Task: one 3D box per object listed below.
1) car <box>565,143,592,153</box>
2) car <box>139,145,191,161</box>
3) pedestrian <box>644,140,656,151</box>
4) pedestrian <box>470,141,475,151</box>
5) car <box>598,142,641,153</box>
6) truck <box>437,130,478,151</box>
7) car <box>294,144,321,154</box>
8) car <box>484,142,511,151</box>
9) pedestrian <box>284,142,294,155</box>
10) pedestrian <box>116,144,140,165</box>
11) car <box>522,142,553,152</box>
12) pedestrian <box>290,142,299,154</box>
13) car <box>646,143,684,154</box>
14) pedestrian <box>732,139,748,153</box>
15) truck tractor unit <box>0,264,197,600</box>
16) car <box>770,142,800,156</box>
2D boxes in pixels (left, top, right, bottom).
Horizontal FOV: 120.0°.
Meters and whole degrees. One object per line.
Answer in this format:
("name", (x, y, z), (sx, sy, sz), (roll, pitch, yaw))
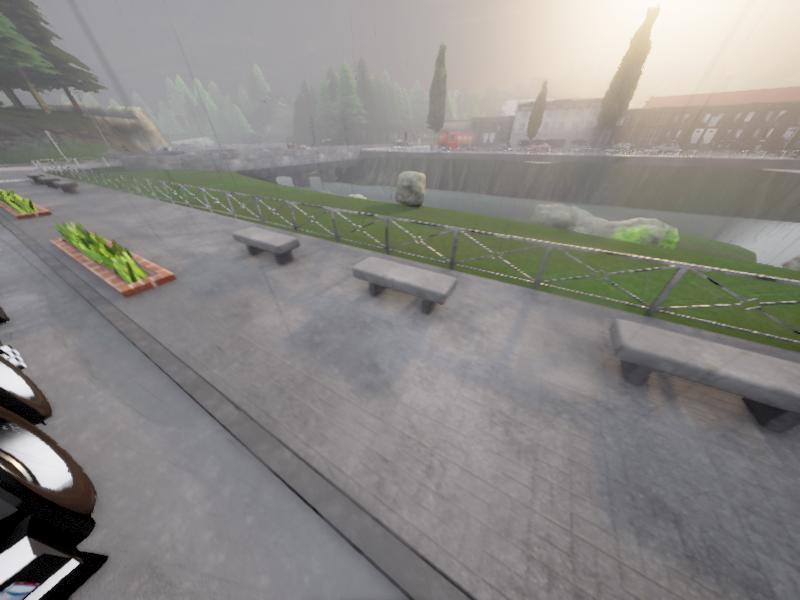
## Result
("car", (34.601, -29.566, 44.855), (3.806, 1.475, 1.970), (18, 39, 24))
("car", (-34.120, -21.505, 33.701), (2.242, 1.667, 4.611), (18, 39, 24))
("pedestrian", (48.560, -30.006, 44.832), (0.751, 1.860, 0.751), (17, 39, 24))
("pedestrian", (16.021, -33.900, 50.857), (0.751, 1.860, 0.751), (4, 35, 6))
("car", (39.979, -27.891, 42.260), (5.238, 1.638, 1.930), (18, 39, 24))
("truck", (13.259, -37.464, 54.322), (8.468, 3.827, 2.891), (18, 39, 24))
("car", (-19.234, -31.699, 48.330), (2.038, 1.542, 4.974), (18, 39, 24))
("car", (21.491, -33.891, 51.045), (4.856, 1.649, 2.033), (18, 39, 24))
("pedestrian", (-19.076, -26.001, 39.637), (0.751, 1.860, 0.751), (17, 38, 23))
("pedestrian", (-29.352, -15.713, 24.939), (0.751, 1.860, 0.751), (18, 39, 24))
("car", (28.407, -31.640, 47.759), (5.027, 1.651, 2.152), (18, 39, 24))
("pedestrian", (-18.825, -27.007, 41.078), (0.751, 1.860, 0.751), (19, 39, 25))
("car", (45.407, -26.058, 39.725), (3.806, 1.475, 1.970), (18, 39, 25))
("pedestrian", (56.157, -25.415, 38.151), (0.751, 1.860, 0.751), (-25, 42, -31))
("truck tractor unit", (-5.113, -0.300, 0.780), (6.516, 4.208, 3.053), (18, 39, 24))
("car", (58.750, -21.789, 33.338), (5.238, 1.638, 1.930), (18, 39, 24))
